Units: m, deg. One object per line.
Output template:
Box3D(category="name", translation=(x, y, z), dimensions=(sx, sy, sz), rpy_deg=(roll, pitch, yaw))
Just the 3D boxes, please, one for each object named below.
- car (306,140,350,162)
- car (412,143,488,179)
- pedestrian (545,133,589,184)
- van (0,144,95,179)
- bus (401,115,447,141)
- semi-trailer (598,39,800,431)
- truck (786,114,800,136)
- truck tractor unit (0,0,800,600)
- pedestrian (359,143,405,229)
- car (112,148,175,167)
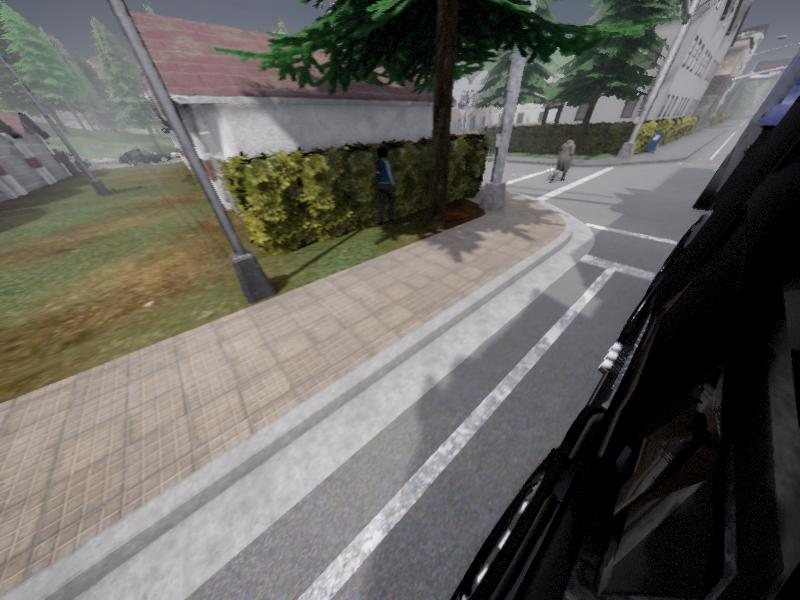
Box3D(category="car", translation=(-7.639, -15.701, 24.235), dimensions=(2.152, 1.651, 5.027), rpy_deg=(-28, 44, -30))
Box3D(category="car", translation=(2.844, -8.510, 13.990), dimensions=(1.816, 1.474, 4.193), rpy_deg=(-28, 43, -30))
Box3D(category="pedestrian", translation=(7.459, -6.368, 10.414), dimensions=(0.751, 1.860, 0.751), rpy_deg=(-15, 38, -16))
Box3D(category="van", translation=(-37.716, -14.742, 24.291), dimensions=(2.351, 2.431, 6.366), rpy_deg=(24, 44, 31))
Box3D(category="bus", translation=(5.513, -38.545, 51.793), dimensions=(10.273, 4.253, 3.944), rpy_deg=(-28, 43, -29))
Box3D(category="semi-trailer", translation=(8.700, -3.551, 4.302), dimensions=(14.254, 4.402, 2.717), rpy_deg=(-28, 43, -30))
Box3D(category="truck", translation=(41.946, -18.429, 22.361), dimensions=(8.468, 3.827, 2.891), rpy_deg=(-28, 43, -30))
Box3D(category="truck tractor unit", translation=(2.645, -0.295, 0.352), dimensions=(6.516, 4.208, 3.053), rpy_deg=(-28, 44, -30))
Box3D(category="pedestrian", translation=(-0.410, -2.987, 6.104), dimensions=(0.751, 1.860, 0.751), rpy_deg=(23, 44, 30))
Box3D(category="car", translation=(-31.647, -17.825, 28.764), dimensions=(5.008, 1.535, 1.882), rpy_deg=(-28, 43, -30))
